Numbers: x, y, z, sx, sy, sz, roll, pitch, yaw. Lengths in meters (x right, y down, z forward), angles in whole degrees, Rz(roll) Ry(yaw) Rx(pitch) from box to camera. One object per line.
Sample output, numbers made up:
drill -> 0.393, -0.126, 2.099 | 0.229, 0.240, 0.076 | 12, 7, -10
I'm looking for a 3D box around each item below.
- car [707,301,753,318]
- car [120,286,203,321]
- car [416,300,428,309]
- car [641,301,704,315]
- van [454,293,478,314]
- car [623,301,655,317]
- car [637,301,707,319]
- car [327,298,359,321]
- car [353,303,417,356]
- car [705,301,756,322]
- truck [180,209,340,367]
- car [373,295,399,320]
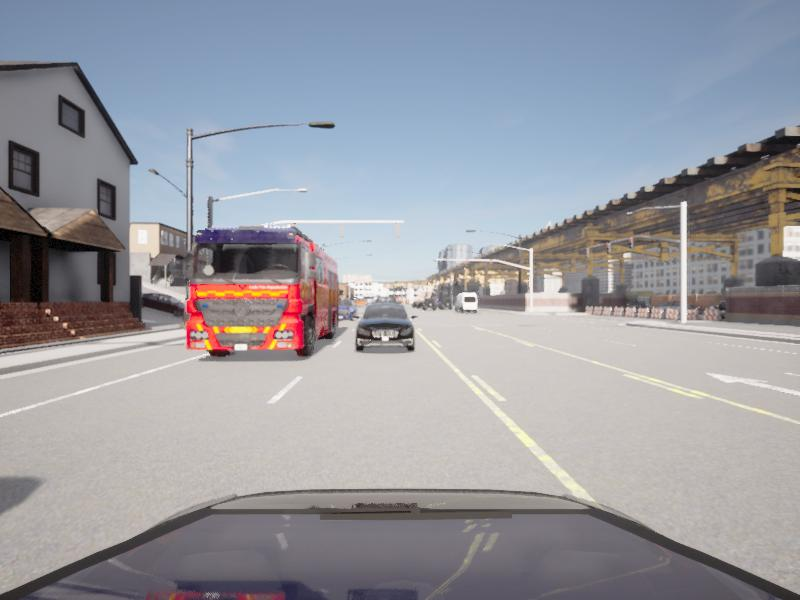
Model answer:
car -> 26.160, 0.691, 31.873 | 1.853, 1.218, 4.536 | 0, 0, 27
car -> -19.412, 0.281, 32.825 | 5.357, 1.411, 2.033 | 15, -1, -4
car -> 4.316, 0.907, 78.528 | 1.930, 1.638, 5.238 | 0, 0, -2
car -> 25.199, 0.700, 37.123 | 1.853, 1.218, 4.536 | 0, 0, -38
van -> 8.681, 0.414, 53.023 | 1.988, 2.561, 5.915 | 0, 0, -2
car -> 25.001, 0.866, 41.768 | 2.038, 1.542, 4.974 | 0, 0, 42
car -> 25.167, 0.858, 37.163 | 2.038, 1.542, 4.974 | 0, 0, -38
car -> -4.668, 0.757, 33.384 | 2.097, 1.767, 4.553 | 0, 0, -2
car -> -0.507, 0.870, 13.933 | 1.837, 1.490, 4.892 | 0, 0, -2
car -> 26.137, 0.848, 31.826 | 2.038, 1.542, 4.974 | 0, 0, 27
truck -> -4.018, -0.294, 13.968 | 2.891, 3.827, 8.468 | 0, 0, -2
car -> -1.262, 0.638, 36.216 | 2.150, 2.045, 5.566 | 0, 0, -2
